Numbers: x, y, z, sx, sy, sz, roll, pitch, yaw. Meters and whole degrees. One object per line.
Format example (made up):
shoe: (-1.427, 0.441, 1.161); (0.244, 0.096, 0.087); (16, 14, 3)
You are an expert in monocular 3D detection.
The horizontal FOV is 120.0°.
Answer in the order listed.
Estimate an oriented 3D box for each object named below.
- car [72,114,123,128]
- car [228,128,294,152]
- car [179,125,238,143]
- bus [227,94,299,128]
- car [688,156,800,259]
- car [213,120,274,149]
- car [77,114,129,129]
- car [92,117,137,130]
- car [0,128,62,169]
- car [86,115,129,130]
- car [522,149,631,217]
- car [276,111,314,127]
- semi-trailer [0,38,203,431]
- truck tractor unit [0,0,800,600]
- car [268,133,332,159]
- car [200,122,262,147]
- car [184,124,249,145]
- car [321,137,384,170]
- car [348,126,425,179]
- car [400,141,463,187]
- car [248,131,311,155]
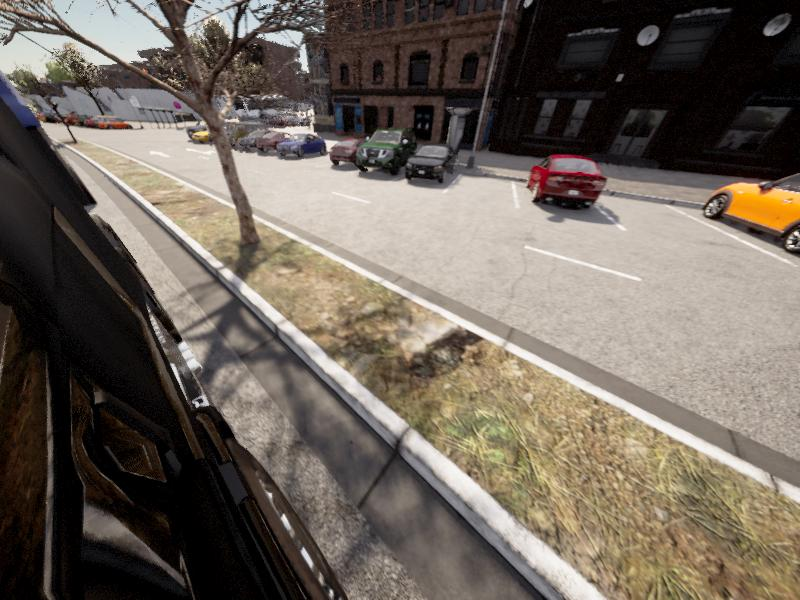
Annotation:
car: (-60.815, -36.047, 46.696); (2.435, 2.045, 5.566); (8, 37, 8)
car: (-12.325, -14.572, 20.993); (2.231, 1.521, 4.892); (13, 37, 12)
car: (-21.843, -19.234, 26.707); (2.163, 1.488, 4.792); (11, 37, 12)
bus: (-24.880, -35.389, 43.036); (3.944, 4.253, 10.273); (22, 47, 22)
car: (11.023, -2.518, 6.088); (2.185, 1.767, 4.553); (14, 38, 15)
car: (-14.749, -15.855, 22.181); (1.878, 1.987, 4.442); (12, 37, 12)
car: (-58.249, -34.999, 45.455); (2.435, 2.045, 5.566); (9, 37, 8)
car: (-53.143, -32.849, 43.110); (2.185, 1.767, 4.553); (9, 37, 8)
car: (-19.415, -7.704, 11.643); (4.181, 1.385, 1.994); (26, 43, 28)
car: (-55.706, -33.909, 44.199); (1.878, 1.987, 4.442); (9, 37, 8)
car: (6.446, -4.920, 9.230); (2.097, 1.535, 5.008); (14, 38, 15)
car: (-19.442, -33.640, 42.858); (5.566, 2.045, 2.435); (9, 43, 8)
semi-trailer: (-8.767, -3.547, 4.173); (14.254, 4.402, 2.717); (27, 44, 29)
truck tractor unit: (-2.645, -0.295, 0.351); (6.516, 4.208, 3.053); (28, 44, 30)
car: (-7.566, -12.175, 18.142); (2.002, 1.452, 4.674); (13, 38, 13)
car: (-17.120, -17.017, 23.761); (2.185, 1.767, 4.553); (12, 37, 12)
car: (-19.607, -17.949, 25.058); (1.946, 1.575, 5.366); (12, 37, 12)
car: (-2.855, -9.779, 15.225); (2.002, 1.452, 4.674); (13, 38, 14)
car: (-0.499, -8.786, 13.554); (2.435, 2.045, 5.566); (14, 38, 14)
car: (1.831, -7.384, 12.243); (2.097, 1.535, 5.008); (14, 38, 14)
car: (-9.949, -13.359, 19.580); (2.002, 1.452, 4.674); (12, 37, 13)
